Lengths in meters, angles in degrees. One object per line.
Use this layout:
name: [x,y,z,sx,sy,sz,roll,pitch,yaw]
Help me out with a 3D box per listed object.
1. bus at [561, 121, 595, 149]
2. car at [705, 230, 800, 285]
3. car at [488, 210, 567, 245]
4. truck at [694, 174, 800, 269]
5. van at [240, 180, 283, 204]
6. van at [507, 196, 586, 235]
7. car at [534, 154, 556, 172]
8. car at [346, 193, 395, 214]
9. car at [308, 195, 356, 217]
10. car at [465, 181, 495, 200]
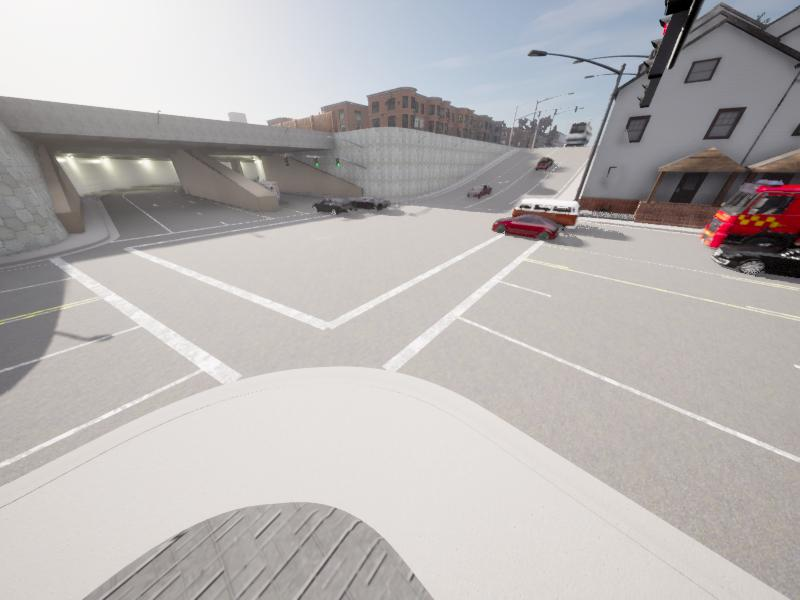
bus: [40.883,-37.400,52.825,3.944,4.253,10.273,23,37,34]
car: [16.966,-1.584,9.561,4.892,1.490,1.837,24,38,35]
car: [8.628,-5.108,15.840,4.181,1.385,1.994,23,37,33]
truck: [20.678,-3.292,10.189,8.468,3.827,2.891,24,38,35]
van: [-19.196,-15.038,31.929,6.366,2.431,2.351,23,37,34]
van: [11.147,-6.617,17.811,4.480,2.038,2.069,23,37,33]
car: [24.441,-23.145,38.988,1.851,1.617,3.988,24,51,34]
car: [-3.214,-10.406,24.824,4.902,1.511,2.128,18,35,28]
car: [-6.915,-9.572,23.394,4.892,1.490,1.837,20,36,31]
car: [11.124,-15.225,32.043,1.812,1.442,4.674,25,45,36]
